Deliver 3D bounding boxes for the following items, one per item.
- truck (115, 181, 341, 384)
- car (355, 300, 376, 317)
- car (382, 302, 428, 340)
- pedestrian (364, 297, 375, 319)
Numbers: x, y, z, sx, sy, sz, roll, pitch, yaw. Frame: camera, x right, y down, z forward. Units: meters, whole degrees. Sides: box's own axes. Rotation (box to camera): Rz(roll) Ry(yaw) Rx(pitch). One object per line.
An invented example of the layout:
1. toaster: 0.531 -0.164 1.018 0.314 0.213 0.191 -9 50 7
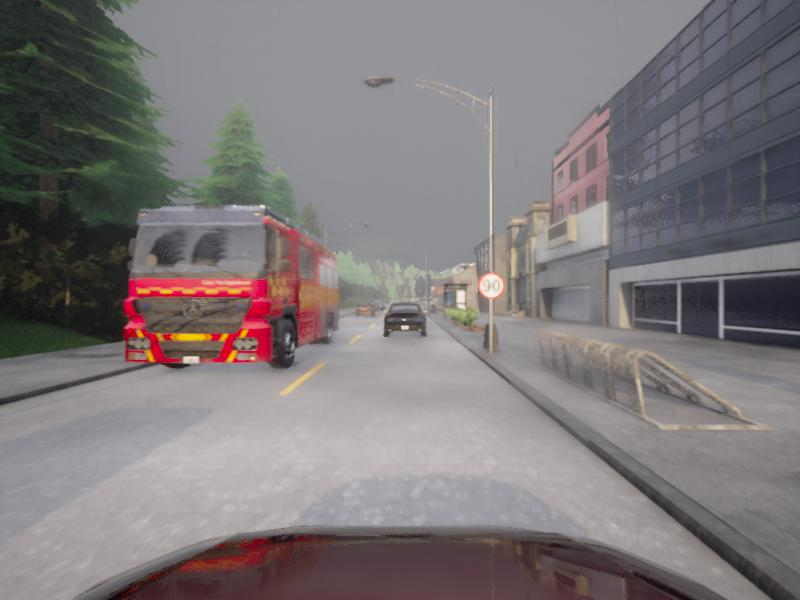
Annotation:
1. truck: -3.877 -0.319 11.790 2.891 3.827 8.468 0 0 1
2. car: -3.398 0.820 39.855 1.789 1.549 3.705 0 0 1
3. car: 0.245 0.850 18.754 1.837 1.490 4.892 0 1 1
4. pedestrian: -2.633 0.642 34.389 0.751 1.860 0.751 0 0 11
